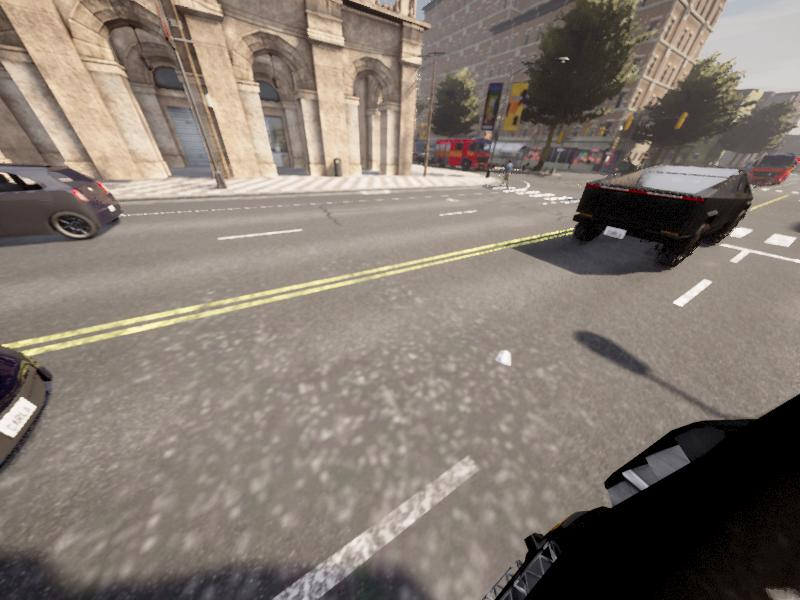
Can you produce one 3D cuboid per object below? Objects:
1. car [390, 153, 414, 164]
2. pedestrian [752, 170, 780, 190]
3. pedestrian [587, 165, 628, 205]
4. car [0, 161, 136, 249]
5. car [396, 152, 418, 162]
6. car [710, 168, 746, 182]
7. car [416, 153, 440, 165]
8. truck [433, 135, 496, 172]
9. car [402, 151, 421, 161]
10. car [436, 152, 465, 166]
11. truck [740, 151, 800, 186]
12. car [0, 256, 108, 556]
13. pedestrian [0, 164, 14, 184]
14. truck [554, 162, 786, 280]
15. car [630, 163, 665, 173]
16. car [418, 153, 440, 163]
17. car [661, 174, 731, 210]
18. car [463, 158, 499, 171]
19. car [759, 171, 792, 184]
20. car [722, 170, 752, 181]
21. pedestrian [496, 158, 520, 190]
[{"bbox_3d":[0.251,-23.798,38.729,1.895,1.301,4.718,-16,38,-26],"label":"car"},{"bbox_3d":[40.257,-13.242,25.433,0.751,1.860,0.751,-15,38,-25],"label":"pedestrian"},{"bbox_3d":[11.164,-6.209,12.503,0.751,1.860,0.751,-13,37,-23],"label":"pedestrian"},{"bbox_3d":[-9.022,-2.126,5.079,3.633,1.501,1.845,-16,38,-26],"label":"car"},{"bbox_3d":[1.250,-26.413,42.700,1.994,1.385,4.181,-17,38,-27],"label":"car"},{"bbox_3d":[49.655,-18.916,34.987,5.238,1.638,1.930,-17,38,-27],"label":"car"},{"bbox_3d":[4.557,-23.175,37.978,1.970,1.475,3.806,-16,38,-26],"label":"car"},{"bbox_3d":[8.430,-20.340,31.879,2.891,3.827,8.468,-16,38,-26],"label":"truck"},{"bbox_3d":[2.320,-29.336,46.980,1.851,1.617,3.988,-16,38,-26],"label":"car"},{"bbox_3d":[8.267,-23.492,38.463,2.097,1.767,4.553,-16,38,-26],"label":"car"},{"bbox_3d":[52.625,-18.424,32.503,8.468,3.827,2.891,-16,38,-26],"label":"truck"},{"bbox_3d":[-4.326,1.021,0.703,3.633,1.501,1.845,-16,38,-26],"label":"car"},{"bbox_3d":[-16.959,-5.655,9.154,0.751,1.860,0.751,-17,39,-28],"label":"pedestrian"},{"bbox_3d":[7.870,-2.685,6.749,6.274,2.098,2.390,-16,38,-26],"label":"truck"},{"bbox_3d":[56.346,-30.246,52.720,2.038,1.542,4.974,-15,38,-25],"label":"car"},{"bbox_3d":[5.306,-26.305,42.762,1.970,1.475,3.806,-16,38,-26],"label":"car"},{"bbox_3d":[18.060,-6.795,14.327,1.970,1.475,3.806,29,42,34],"label":"car"},{"bbox_3d":[11.706,-19.846,33.685,1.895,1.301,4.718,-16,38,-26],"label":"car"},{"bbox_3d":[60.235,-19.676,37.031,5.366,1.575,1.801,-16,38,-26],"label":"car"},{"bbox_3d":[55.467,-20.495,38.011,4.674,1.442,1.812,-16,38,-26],"label":"car"},{"bbox_3d":[7.512,-8.792,16.111,0.751,1.860,0.751,-16,38,-27],"label":"pedestrian"}]
